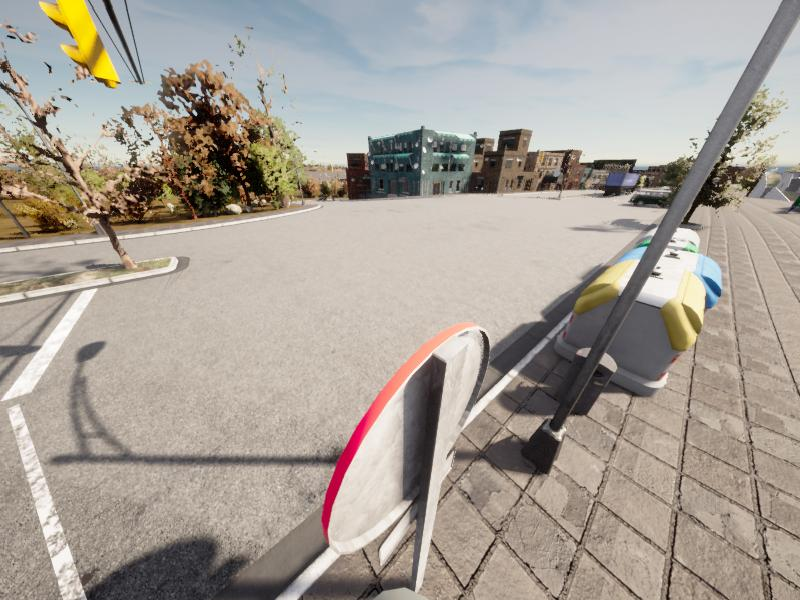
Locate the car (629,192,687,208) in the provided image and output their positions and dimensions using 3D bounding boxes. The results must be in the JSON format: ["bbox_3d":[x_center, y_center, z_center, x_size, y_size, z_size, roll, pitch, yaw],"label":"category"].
[{"bbox_3d":[34.472,-13.468,31.109,4.674,1.452,2.002,17,32,25],"label":"car"}]

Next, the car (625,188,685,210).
[{"bbox_3d":[32.099,-12.864,29.311,4.442,1.987,1.878,17,33,25],"label":"car"}]

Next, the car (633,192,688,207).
[{"bbox_3d":[36.754,-14.328,32.812,4.674,1.452,2.002,17,33,25],"label":"car"}]

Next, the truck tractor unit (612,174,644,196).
[{"bbox_3d":[52.716,-26.622,53.336,6.516,4.208,3.053,-21,36,-35],"label":"truck tractor unit"}]

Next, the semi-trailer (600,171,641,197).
[{"bbox_3d":[46.651,-24.425,48.734,14.254,4.402,2.717,-21,36,-35],"label":"semi-trailer"}]
